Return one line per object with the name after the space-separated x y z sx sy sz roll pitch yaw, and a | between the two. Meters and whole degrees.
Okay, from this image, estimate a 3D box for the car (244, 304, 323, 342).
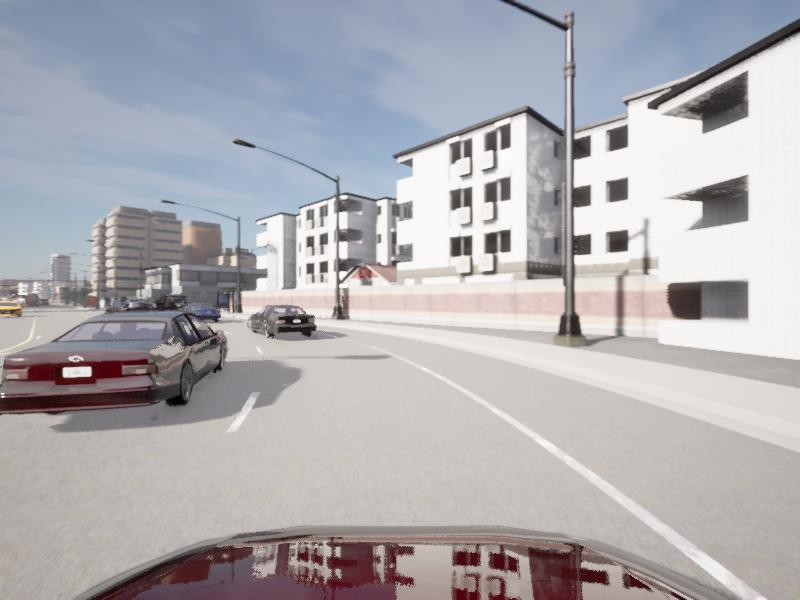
-5.397 0.896 17.961 2.033 1.411 5.357 0 0 -32 | car

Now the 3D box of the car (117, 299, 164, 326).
-17.914 0.783 27.532 1.930 1.638 5.238 0 0 -42 | car

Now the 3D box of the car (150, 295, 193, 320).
-20.348 0.581 35.486 2.150 2.045 5.566 0 0 -43 | car

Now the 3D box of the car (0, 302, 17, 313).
-53.884 1.052 54.752 5.357 1.411 2.033 -1 -1 45 | car

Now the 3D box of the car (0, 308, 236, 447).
-4.415 0.897 7.130 2.033 1.411 5.357 0 0 -14 | car

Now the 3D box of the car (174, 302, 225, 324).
-14.759 0.903 29.285 2.033 1.411 5.357 0 0 -42 | car

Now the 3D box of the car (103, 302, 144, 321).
-22.994 0.911 33.197 2.033 1.411 5.357 0 0 -43 | car
